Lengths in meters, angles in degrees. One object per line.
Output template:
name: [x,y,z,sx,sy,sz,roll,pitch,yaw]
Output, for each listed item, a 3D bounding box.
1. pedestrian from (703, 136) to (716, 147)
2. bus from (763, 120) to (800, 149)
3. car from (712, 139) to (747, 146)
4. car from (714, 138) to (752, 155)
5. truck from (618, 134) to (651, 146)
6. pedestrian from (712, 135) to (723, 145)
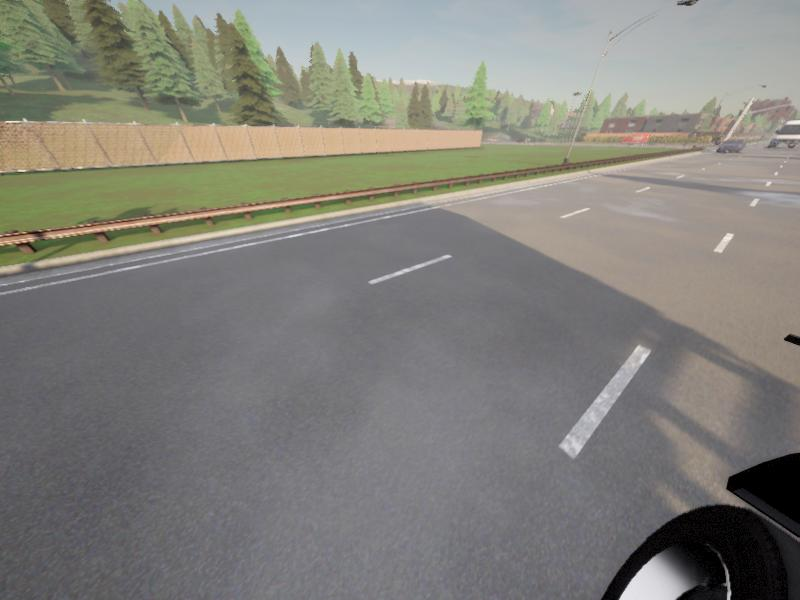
pedestrian: [66.078,-33.956,49.389,0.751,1.860,0.751,-18,39,-23]
bus: [75.565,-31.854,44.558,10.273,4.253,3.944,-22,41,-28]
car: [77.141,-36.852,54.111,4.181,1.385,1.994,11,37,15]
car: [47.156,-21.784,32.710,4.553,1.767,2.097,-22,41,-28]
truck: [61.467,-42.072,60.695,2.627,2.467,5.204,-22,40,-27]
pedestrian: [78.697,-39.621,57.228,0.751,1.860,0.751,-26,43,-31]
